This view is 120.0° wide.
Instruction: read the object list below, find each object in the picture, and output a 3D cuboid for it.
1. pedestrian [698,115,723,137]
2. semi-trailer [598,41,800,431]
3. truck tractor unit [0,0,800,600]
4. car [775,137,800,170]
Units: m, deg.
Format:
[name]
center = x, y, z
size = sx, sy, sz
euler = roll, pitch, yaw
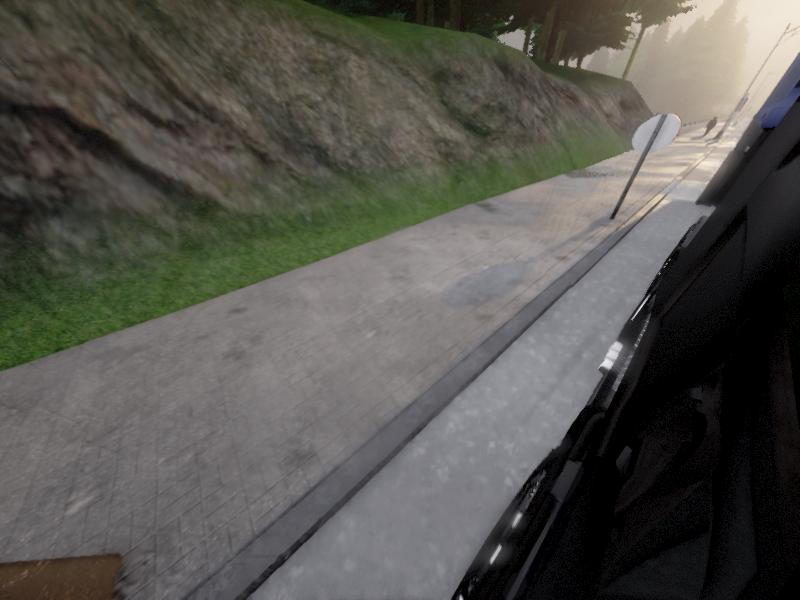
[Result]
[pedestrian]
center = 33.101, -18.511, 24.616
size = 0.751, 1.860, 0.751
euler = -26, 43, -28
[semi-trailer]
center = 8.695, -3.601, 4.241
size = 14.254, 4.402, 2.717
euler = -28, 44, -30
[truck tractor unit]
center = 2.645, -0.295, 0.351
size = 6.516, 4.208, 3.053
euler = -28, 44, -30
[car]
center = 20.348, -6.297, 9.547
size = 5.008, 1.535, 1.882
euler = 4, 37, 8
